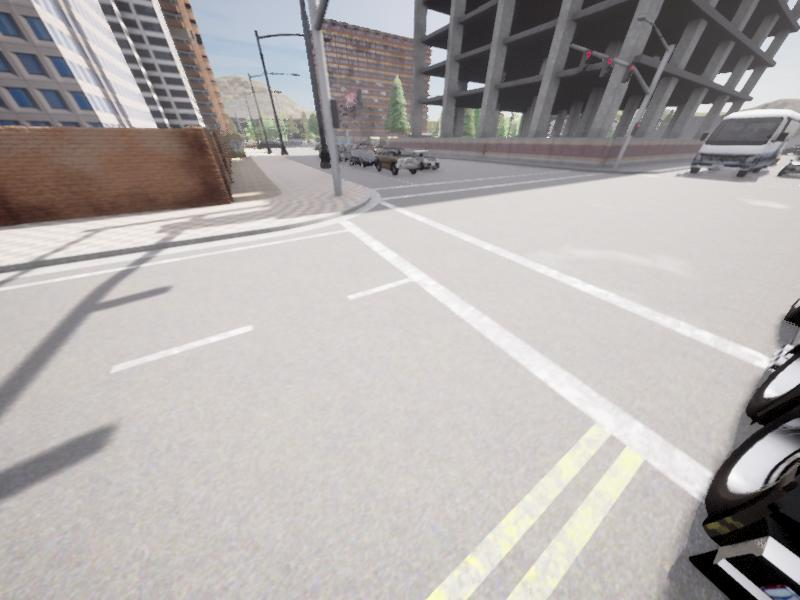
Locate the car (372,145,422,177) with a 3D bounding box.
[{"bbox_3d":[-0.369,-11.277,18.595,1.932,1.855,4.605,-17,38,-23],"label":"car"}]

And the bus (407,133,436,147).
[{"bbox_3d":[7.916,-59.415,85.865,10.273,4.253,3.944,-19,39,-25],"label":"bus"}]

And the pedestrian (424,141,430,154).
[{"bbox_3d":[4.791,-27.168,41.218,0.751,1.860,0.751,-17,38,-23],"label":"pedestrian"}]

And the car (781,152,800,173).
[{"bbox_3d":[37.542,-12.489,20.990,4.902,1.511,2.128,-19,39,-25],"label":"car"}]

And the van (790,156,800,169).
[{"bbox_3d":[44.062,-15.073,23.962,6.366,2.431,2.351,-19,39,-25],"label":"van"}]

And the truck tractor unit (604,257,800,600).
[{"bbox_3d":[5.097,-0.313,0.808,6.516,4.208,3.053,-19,39,-25],"label":"truck tractor unit"}]

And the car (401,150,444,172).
[{"bbox_3d":[1.941,-12.769,21.115,1.970,1.475,3.806,-18,39,-25],"label":"car"}]

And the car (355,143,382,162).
[{"bbox_3d":[-4.041,-18.760,29.323,1.905,1.878,3.866,-18,39,-25],"label":"car"}]

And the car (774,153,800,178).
[{"bbox_3d":[32.030,-10.643,18.247,3.705,1.549,1.789,-19,39,-25],"label":"car"}]

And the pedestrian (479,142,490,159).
[{"bbox_3d":[11.459,-20.322,31.428,0.751,1.860,0.751,-16,38,-22],"label":"pedestrian"}]

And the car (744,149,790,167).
[{"bbox_3d":[42.719,-16.600,26.890,5.366,1.575,1.801,-19,39,-25],"label":"car"}]

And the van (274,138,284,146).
[{"bbox_3d":[-45.700,-59.672,87.241,1.988,2.561,5.915,-18,39,-25],"label":"van"}]

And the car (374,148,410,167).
[{"bbox_3d":[-0.964,-15.574,25.156,1.812,1.442,4.674,-18,39,-25],"label":"car"}]

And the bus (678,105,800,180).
[{"bbox_3d":[29.116,-13.011,19.266,10.273,4.253,3.944,-19,39,-25],"label":"bus"}]

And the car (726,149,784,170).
[{"bbox_3d":[36.648,-14.583,23.855,4.611,1.667,2.242,-19,39,-25],"label":"car"}]

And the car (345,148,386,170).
[{"bbox_3d":[-3.519,-14.142,23.040,2.163,1.488,4.792,-18,39,-25],"label":"car"}]
